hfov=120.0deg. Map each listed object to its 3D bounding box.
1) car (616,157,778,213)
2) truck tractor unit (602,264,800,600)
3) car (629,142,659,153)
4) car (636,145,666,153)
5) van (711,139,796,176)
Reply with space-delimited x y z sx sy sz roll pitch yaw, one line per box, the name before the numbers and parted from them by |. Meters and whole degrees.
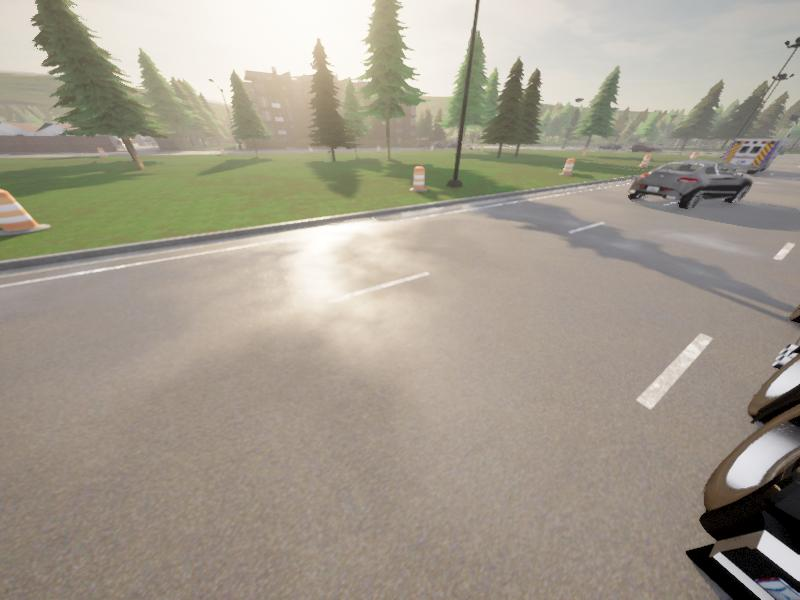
car | 12.693 -5.126 10.045 5.027 1.651 2.152 -11 36 -16
truck tractor unit | 5.106 -0.307 0.778 6.516 4.208 3.053 -18 39 -24
car | 55.637 -34.792 52.762 1.905 1.878 3.866 -18 39 -24
car | 58.764 -35.468 54.219 1.994 1.385 4.181 -18 39 -24
van | 30.746 -12.533 20.123 6.366 2.431 2.351 -18 39 -24
